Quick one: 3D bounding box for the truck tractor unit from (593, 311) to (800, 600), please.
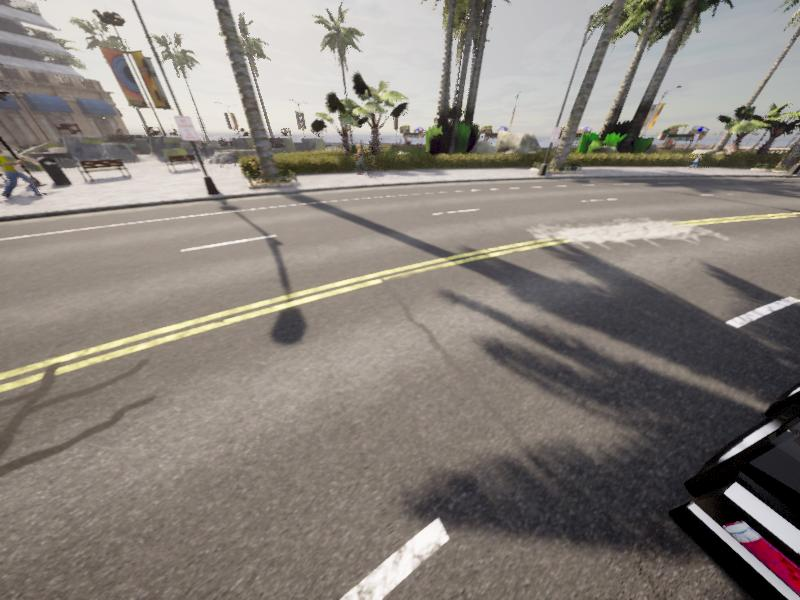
[{"bbox_3d":[5.230,-0.160,0.615,6.516,4.208,3.053,-13,38,-19],"label":"truck tractor unit"}]

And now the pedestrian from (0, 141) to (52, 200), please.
[{"bbox_3d":[-14.817,-4.924,8.824,0.751,1.860,0.751,-25,43,-32],"label":"pedestrian"}]

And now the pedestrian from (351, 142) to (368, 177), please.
[{"bbox_3d":[-2.573,-9.004,14.777,0.751,1.860,0.751,-12,37,-18],"label":"pedestrian"}]

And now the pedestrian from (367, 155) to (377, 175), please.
[{"bbox_3d":[-1.911,-9.237,15.776,0.500,1.100,0.500,-16,38,-22],"label":"pedestrian"}]

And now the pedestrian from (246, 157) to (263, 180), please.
[{"bbox_3d":[-8.444,-7.643,13.428,0.500,1.100,0.500,-21,40,-27],"label":"pedestrian"}]

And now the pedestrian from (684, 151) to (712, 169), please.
[{"bbox_3d":[26.237,-12.325,20.356,0.751,1.300,0.751,-1,35,-2],"label":"pedestrian"}]

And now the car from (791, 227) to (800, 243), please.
[{"bbox_3d":[10.244,-0.951,4.089,1.801,1.575,5.366,26,43,32],"label":"car"}]
